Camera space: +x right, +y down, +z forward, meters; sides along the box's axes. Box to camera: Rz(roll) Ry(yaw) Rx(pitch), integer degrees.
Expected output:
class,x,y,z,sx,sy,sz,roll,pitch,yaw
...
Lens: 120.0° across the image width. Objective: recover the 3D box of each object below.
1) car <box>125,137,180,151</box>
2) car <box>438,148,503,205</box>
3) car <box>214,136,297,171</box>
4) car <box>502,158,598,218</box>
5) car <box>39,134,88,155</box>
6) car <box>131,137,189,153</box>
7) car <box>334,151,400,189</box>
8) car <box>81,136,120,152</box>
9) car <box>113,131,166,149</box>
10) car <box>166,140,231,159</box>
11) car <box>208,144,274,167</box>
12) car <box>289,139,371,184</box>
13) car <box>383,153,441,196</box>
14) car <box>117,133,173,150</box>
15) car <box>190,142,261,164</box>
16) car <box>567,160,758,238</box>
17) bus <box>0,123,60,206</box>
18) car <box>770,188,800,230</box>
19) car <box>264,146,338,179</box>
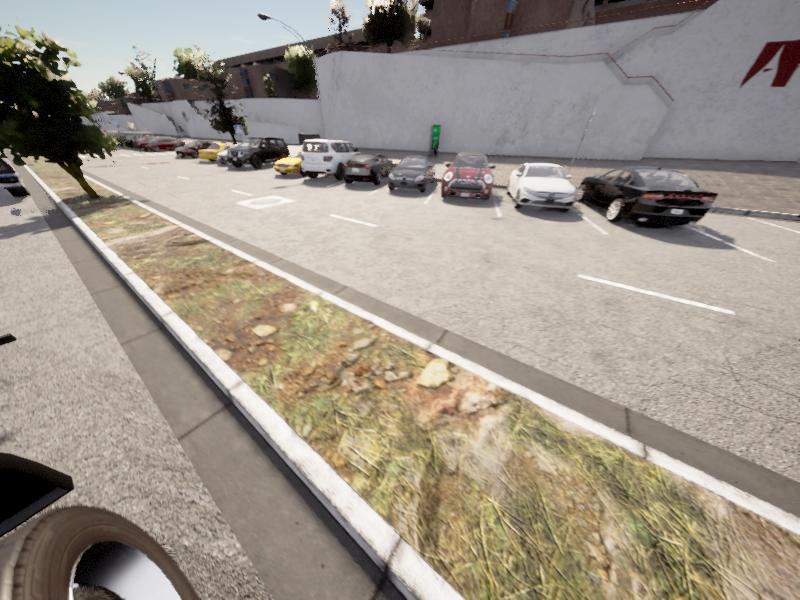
class,x,y,z,sx,sy,sz,roll,pitch,yaw
car,-33.618,-21.406,31.653,2.002,1.452,4.674,10,36,12
car,3.265,-6.010,10.900,2.185,1.767,4.553,10,36,12
car,-11.493,-12.224,19.107,2.435,2.045,5.566,10,36,11
car,5.712,-4.847,9.575,2.002,1.452,4.674,10,36,12
car,-37.562,-17.420,25.789,4.611,1.667,2.242,23,41,27
car,-31.160,-20.353,30.253,2.163,1.488,4.792,10,36,11
car,-1.663,-7.917,13.776,2.163,1.488,4.792,9,36,12
car,-36.972,-19.243,28.489,4.892,1.490,1.837,23,41,27
car,-38.463,-23.768,34.321,1.878,1.987,4.442,10,36,12
car,-21.334,-16.169,24.767,2.163,1.488,4.792,10,36,11
car,-13.954,-13.047,20.678,2.002,1.452,4.674,10,36,11
car,-4.113,-9.168,15.003,2.435,2.045,5.566,9,36,12
car,0.800,-6.869,12.366,2.002,1.452,4.674,10,36,12
car,-36.061,-22.565,32.898,2.185,1.767,4.553,10,36,12
car,-16.372,-14.225,22.174,1.946,1.575,5.366,10,36,12
car,8.163,-3.867,8.148,2.097,1.535,5.008,9,35,12
bus,-19.200,-6.577,9.093,10.273,4.253,3.944,22,40,26
car,13.077,-1.816,5.347,2.163,1.488,4.792,10,36,12
car,-6.627,-9.874,16.362,1.946,1.575,5.366,10,36,11
